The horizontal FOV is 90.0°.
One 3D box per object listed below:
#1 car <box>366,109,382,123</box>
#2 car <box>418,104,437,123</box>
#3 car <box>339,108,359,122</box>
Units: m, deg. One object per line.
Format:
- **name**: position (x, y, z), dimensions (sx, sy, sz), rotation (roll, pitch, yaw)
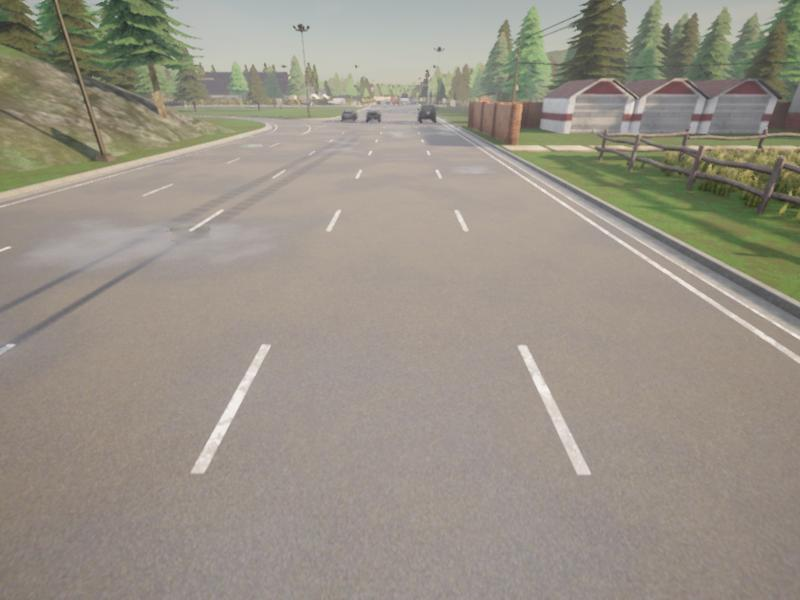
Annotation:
- **car**: position (-3.449, -24.579, 53.311), dimensions (1.837, 1.490, 4.892), rotation (0, 27, 0)
- **car**: position (3.543, -24.586, 52.714), dimensions (2.150, 2.045, 5.566), rotation (0, 27, 0)
- **car**: position (-6.943, -25.533, 55.163), dimensions (2.128, 1.511, 4.902), rotation (0, 27, 0)
